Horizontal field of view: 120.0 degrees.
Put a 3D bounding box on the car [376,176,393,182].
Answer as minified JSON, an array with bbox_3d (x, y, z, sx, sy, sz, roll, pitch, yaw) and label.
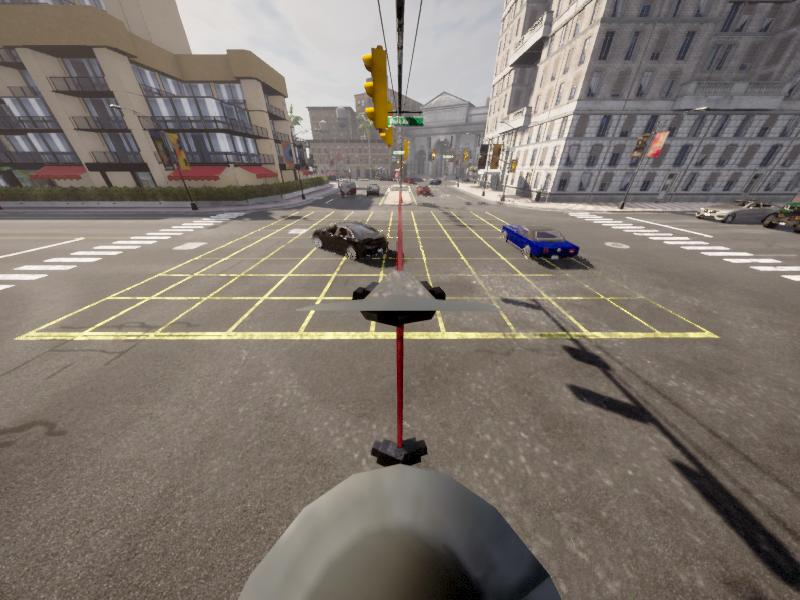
[{"bbox_3d":[-4.702,-36.940,70.484,4.892,1.490,1.837,15,33,24],"label":"car"}]

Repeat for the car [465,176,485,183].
[{"bbox_3d":[21.407,-34.616,66.372,4.974,1.542,2.038,0,30,1],"label":"car"}]

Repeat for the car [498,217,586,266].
[{"bbox_3d":[7.241,-3.355,12.520,1.895,1.301,4.718,0,30,0],"label":"car"}]

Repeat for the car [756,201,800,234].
[{"bbox_3d":[28.845,-5.803,16.166,3.866,1.878,1.905,0,30,0],"label":"car"}]

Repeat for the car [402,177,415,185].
[{"bbox_3d":[2.221,-31.719,61.414,1.851,1.617,3.988,-15,33,-24],"label":"car"}]

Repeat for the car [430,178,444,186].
[{"bbox_3d":[9.244,-29.676,58.015,1.994,1.385,4.181,16,34,25],"label":"car"}]

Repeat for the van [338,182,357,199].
[{"bbox_3d":[-7.688,-16.402,34.427,1.775,1.987,4.442,0,30,0],"label":"van"}]

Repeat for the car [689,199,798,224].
[{"bbox_3d":[28.323,-7.433,19.258,5.027,1.651,2.152,0,30,0],"label":"car"}]

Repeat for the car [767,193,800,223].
[{"bbox_3d":[35.503,-7.623,19.162,5.566,2.045,2.150,0,30,0],"label":"car"}]

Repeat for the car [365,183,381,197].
[{"bbox_3d":[-4.180,-17.437,36.565,1.930,1.638,5.238,0,30,0],"label":"car"}]

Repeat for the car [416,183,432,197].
[{"bbox_3d":[3.824,-18.323,38.388,2.152,1.651,5.027,0,30,0],"label":"car"}]

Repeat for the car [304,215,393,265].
[{"bbox_3d":[-2.822,-3.385,12.375,4.892,1.490,1.837,22,36,33],"label":"car"}]
